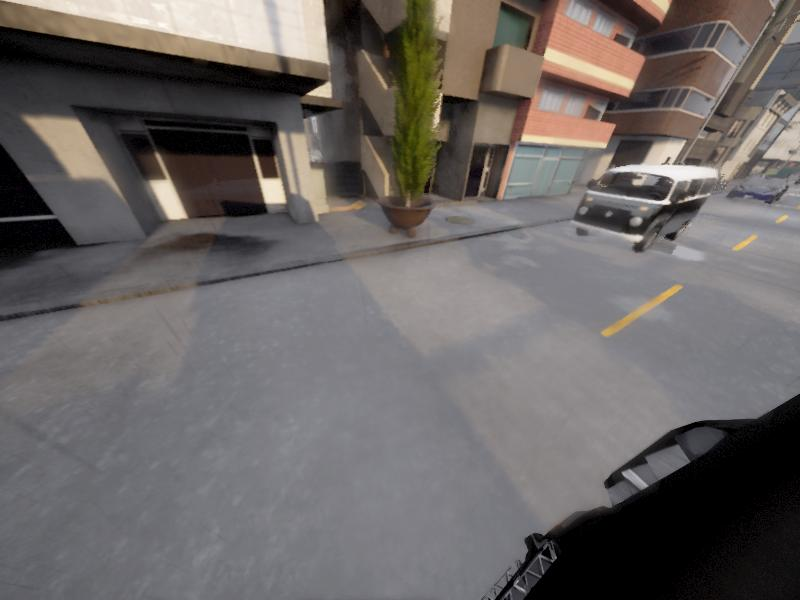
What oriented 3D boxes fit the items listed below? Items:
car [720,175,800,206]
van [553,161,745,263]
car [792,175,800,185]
[{"bbox_3d":[24.786,-7.612,15.855,4.792,1.488,2.163,-16,38,-26],"label":"car"},{"bbox_3d":[7.278,-2.837,6.873,4.480,2.038,2.069,-16,38,-26],"label":"van"},{"bbox_3d":[57.100,-16.848,32.134,4.193,1.474,1.816,-16,38,-26],"label":"car"}]
